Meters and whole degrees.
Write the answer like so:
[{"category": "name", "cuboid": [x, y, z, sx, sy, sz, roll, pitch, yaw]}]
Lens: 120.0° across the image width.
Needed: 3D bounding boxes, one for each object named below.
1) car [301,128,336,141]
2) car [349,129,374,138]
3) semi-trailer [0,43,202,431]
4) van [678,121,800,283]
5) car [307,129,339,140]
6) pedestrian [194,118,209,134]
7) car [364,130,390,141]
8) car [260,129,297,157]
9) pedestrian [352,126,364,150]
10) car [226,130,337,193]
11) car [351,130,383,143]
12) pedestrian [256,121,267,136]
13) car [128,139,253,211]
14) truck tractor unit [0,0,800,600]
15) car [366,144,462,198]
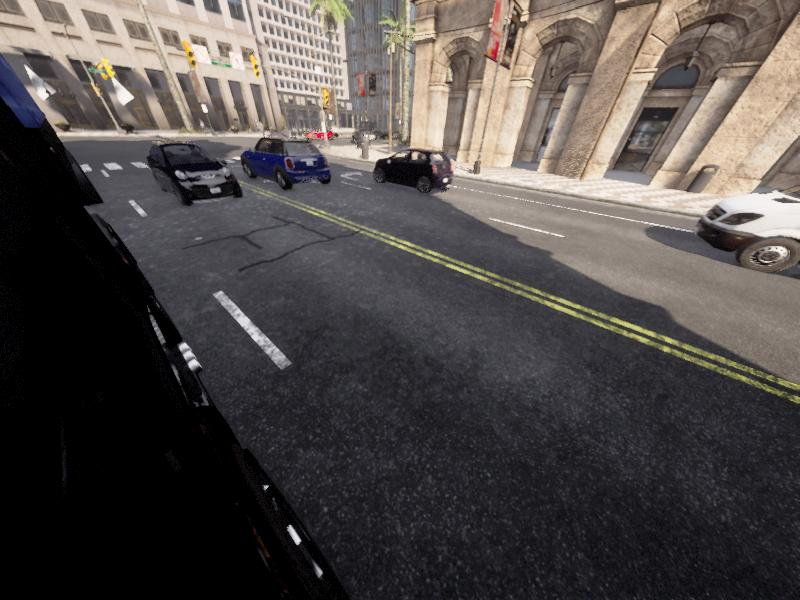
[{"category": "car", "cuboid": [-12.239, -24.986, 34.871, 2.007, 1.525, 4.514, 28, 44, 30]}, {"category": "car", "cuboid": [-7.890, -34.128, 47.379, 2.163, 1.488, 4.792, 28, 44, 29]}, {"category": "semi-trailer", "cuboid": [-8.693, -3.617, 4.221, 14.254, 4.402, 2.717, 28, 44, 30]}, {"category": "van", "cuboid": [9.746, -1.252, 3.847, 5.915, 2.561, 1.988, 28, 44, 30]}, {"category": "car", "cuboid": [-12.773, -27.732, 38.687, 1.895, 1.301, 4.718, 29, 44, 30]}, {"category": "pedestrian", "cuboid": [-28.641, -25.130, 33.413, 0.751, 1.860, 0.751, -1, 37, -4]}, {"category": "car", "cuboid": [-4.237, -30.395, 42.628, 1.837, 1.490, 4.892, 28, 44, 30]}, {"category": "car", "cuboid": [-9.992, -12.875, 18.877, 2.038, 1.542, 4.974, -15, 40, -23]}, {"category": "pedestrian", "cuboid": [-4.055, -15.713, 22.480, 0.751, 1.860, 0.751, 21, 40, 22]}, {"category": "car", "cuboid": [-5.122, -6.157, 10.026, 4.553, 1.767, 2.097, 28, 44, 30]}, {"category": "car", "cuboid": [-5.214, -26.495, 37.340, 2.038, 1.542, 4.974, 28, 44, 30]}, {"category": "pedestrian", "cuboid": [-21.740, -26.971, 36.319, 0.751, 1.860, 0.751, -3, 37, -8]}, {"category": "car", "cuboid": [-6.900, -4.280, 7.630, 3.633, 1.501, 1.845, 28, 44, 30]}, {"category": "truck tractor unit", "cuboid": [-2.645, -0.295, 0.351, 6.516, 4.208, 3.053, 28, 44, 30]}, {"category": "car", "cuboid": [0.478, -5.763, 10.091, 3.633, 1.501, 1.845, 29, 44, 30]}]
